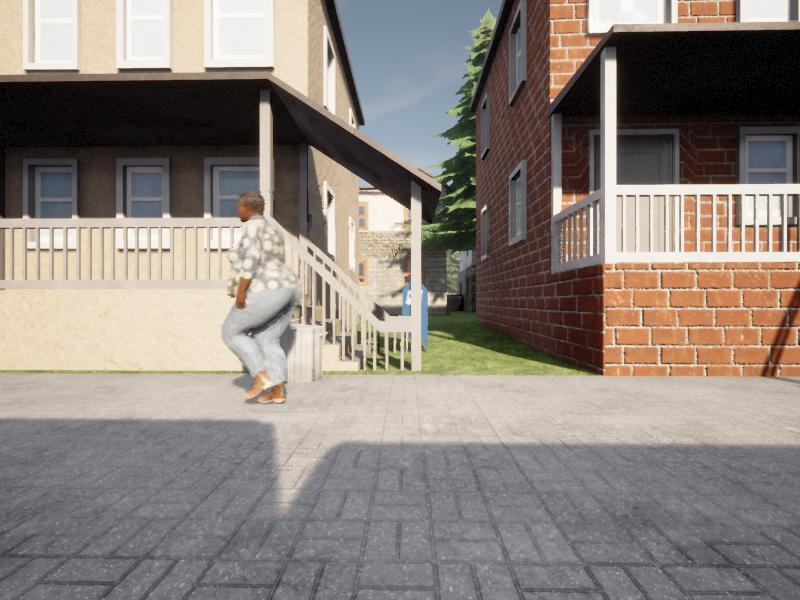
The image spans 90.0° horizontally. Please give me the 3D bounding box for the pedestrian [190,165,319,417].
[{"bbox_3d":[-1.192,-0.067,3.406,0.751,1.860,0.751,0,0,13],"label":"pedestrian"}]
